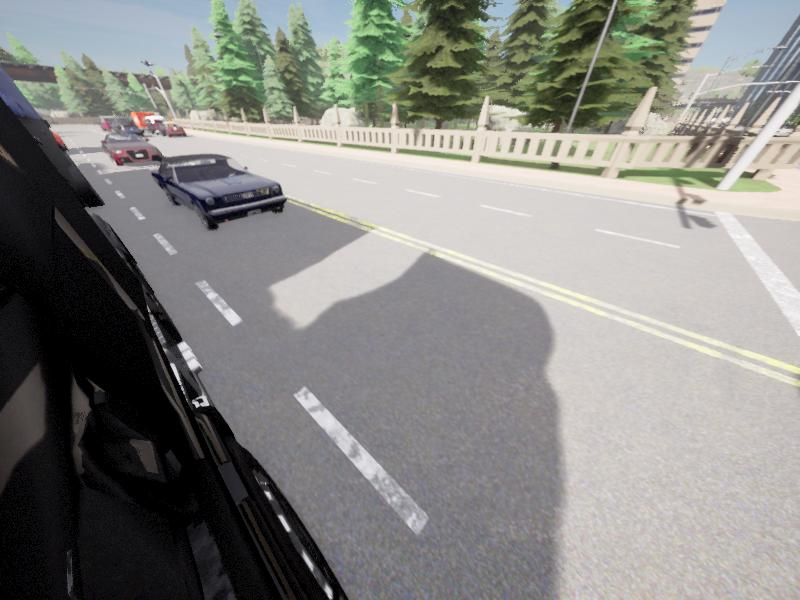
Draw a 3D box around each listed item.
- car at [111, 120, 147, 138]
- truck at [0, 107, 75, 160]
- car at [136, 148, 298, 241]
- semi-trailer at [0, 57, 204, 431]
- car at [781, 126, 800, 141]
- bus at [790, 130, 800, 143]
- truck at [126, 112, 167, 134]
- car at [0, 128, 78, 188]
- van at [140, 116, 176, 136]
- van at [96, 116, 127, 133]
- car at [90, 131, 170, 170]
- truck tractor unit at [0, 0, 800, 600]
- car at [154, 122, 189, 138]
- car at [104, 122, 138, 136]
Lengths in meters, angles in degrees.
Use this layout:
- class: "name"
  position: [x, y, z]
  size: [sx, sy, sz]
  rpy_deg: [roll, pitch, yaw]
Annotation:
- class: "car"
  position: [-32.906, -20.765, 28.049]
  size: [3.988, 1.617, 1.851]
  rpy_deg: [28, 46, 30]
- class: "truck"
  position: [-24.523, -11.015, 15.135]
  size: [5.204, 2.467, 2.627]
  rpy_deg: [28, 46, 30]
- class: "car"
  position: [-5.157, -3.207, 6.409]
  size: [4.718, 1.301, 1.895]
  rpy_deg: [28, 46, 30]
- class: "semi-trailer"
  position: [-8.766, -3.511, 4.230]
  size: [14.254, 4.402, 2.717]
  rpy_deg: [27, 46, 30]
- class: "car"
  position: [52.964, -21.686, 30.047]
  size: [2.128, 1.511, 4.902]
  rpy_deg: [28, 46, 30]
- class: "bus"
  position: [46.284, -17.963, 23.090]
  size: [3.944, 4.253, 10.273]
  rpy_deg: [28, 46, 30]
- class: "truck"
  position: [-38.449, -26.860, 34.989]
  size: [5.204, 2.467, 2.627]
  rpy_deg: [28, 46, 30]
- class: "car"
  position: [-16.209, -6.319, 9.958]
  size: [5.238, 1.638, 1.930]
  rpy_deg: [28, 46, 30]
- class: "van"
  position: [-33.136, -23.896, 31.644]
  size: [4.480, 2.038, 2.069]
  rpy_deg: [28, 46, 30]
- class: "van"
  position: [-43.525, -26.497, 34.875]
  size: [4.442, 1.987, 1.775]
  rpy_deg: [28, 46, 30]
- class: "car"
  position: [-14.970, -8.399, 12.810]
  size: [4.181, 1.385, 1.994]
  rpy_deg: [28, 46, 30]
- class: "truck tractor unit"
  position: [-2.645, -0.295, 0.351]
  size: [6.516, 4.208, 3.053]
  rpy_deg: [28, 43, 30]
- class: "car"
  position: [-28.351, -21.157, 28.688]
  size: [3.806, 1.475, 1.970]
  rpy_deg: [27, 46, 30]
- class: "car"
  position: [-38.084, -23.405, 31.502]
  size: [5.357, 1.411, 2.033]
  rpy_deg: [28, 46, 30]
